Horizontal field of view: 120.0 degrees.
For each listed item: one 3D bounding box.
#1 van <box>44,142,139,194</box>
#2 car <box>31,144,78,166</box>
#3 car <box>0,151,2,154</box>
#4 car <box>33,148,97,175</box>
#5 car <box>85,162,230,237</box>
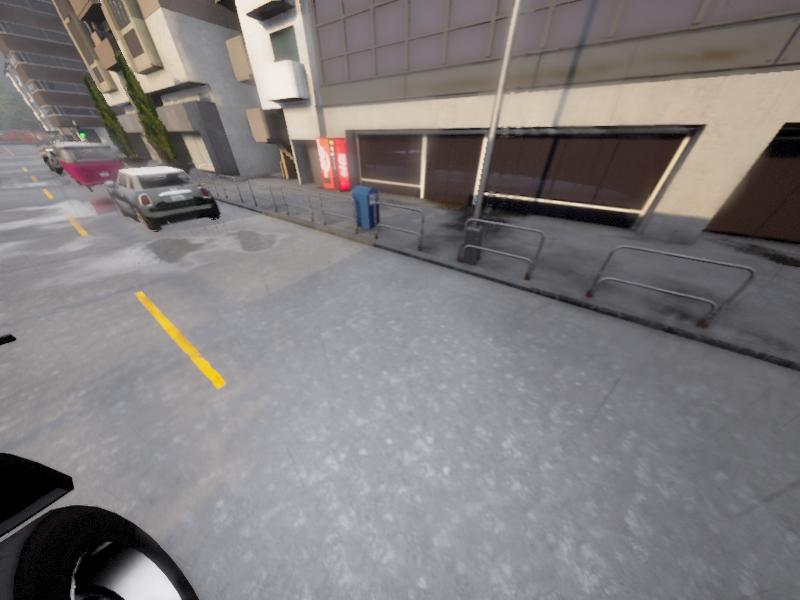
[{"bbox_3d":[-16.073,-7.007,12.044,4.442,1.987,1.775,22,41,28],"label":"van"},{"bbox_3d":[-33.935,-14.442,22.843,5.366,1.575,1.801,28,43,33],"label":"car"},{"bbox_3d":[-66.892,-24.595,37.251,5.027,1.651,2.152,22,41,28],"label":"car"},{"bbox_3d":[-25.259,-10.530,17.433,3.806,1.475,1.970,22,41,28],"label":"car"},{"bbox_3d":[-7.762,-3.421,7.449,3.806,1.475,1.970,22,41,28],"label":"car"}]
